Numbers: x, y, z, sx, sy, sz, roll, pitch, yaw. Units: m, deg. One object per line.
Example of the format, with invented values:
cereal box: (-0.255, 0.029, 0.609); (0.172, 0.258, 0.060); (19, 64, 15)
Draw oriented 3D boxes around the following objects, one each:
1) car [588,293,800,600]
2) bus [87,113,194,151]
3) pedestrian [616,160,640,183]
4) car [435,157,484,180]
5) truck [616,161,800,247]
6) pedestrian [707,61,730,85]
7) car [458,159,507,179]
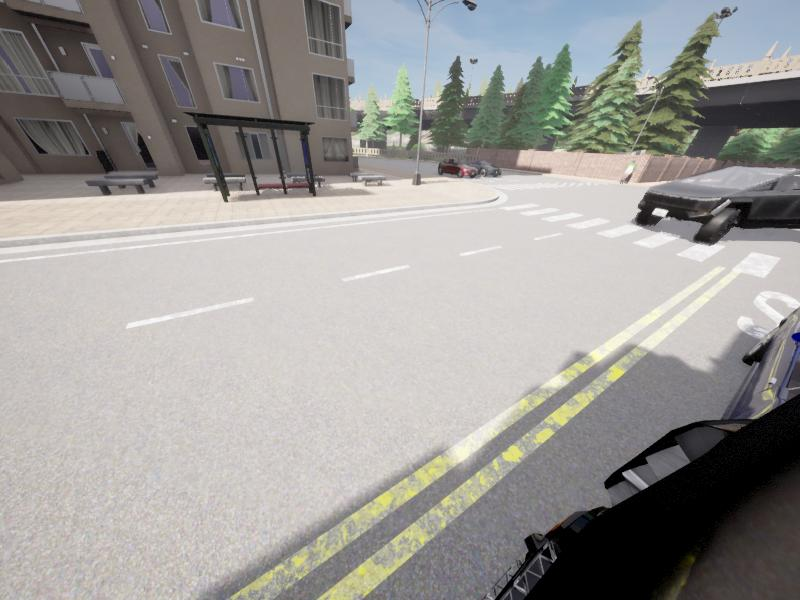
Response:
car: (3.722, 1.079, 1.440); (4.718, 1.301, 1.895); (-16, 38, -26)
bus: (-41.799, -27.499, 38.191); (10.273, 4.253, 3.944); (-15, 37, -24)
pedestrian: (21.282, -11.990, 21.554); (0.751, 1.860, 0.751); (-23, 41, -33)
car: (5.322, -12.247, 21.374); (1.816, 1.474, 4.193); (-16, 38, -26)
truck: (11.692, -3.215, 7.711); (6.274, 2.098, 2.390); (-1, 33, -5)
pedestrian: (37.571, -26.752, 27.248); (0.751, 1.860, 0.751); (-18, 39, -29)
car: (8.124, -13.266, 23.222); (1.994, 1.385, 4.181); (-17, 38, -27)
